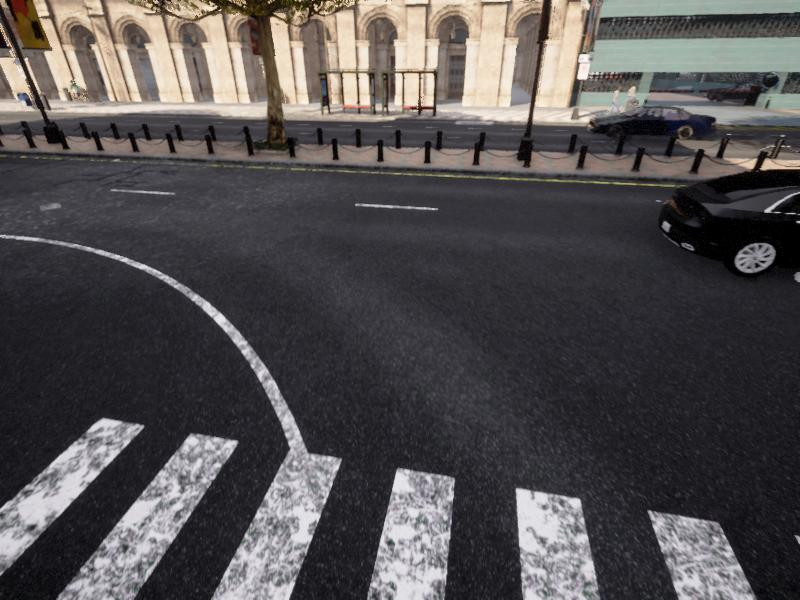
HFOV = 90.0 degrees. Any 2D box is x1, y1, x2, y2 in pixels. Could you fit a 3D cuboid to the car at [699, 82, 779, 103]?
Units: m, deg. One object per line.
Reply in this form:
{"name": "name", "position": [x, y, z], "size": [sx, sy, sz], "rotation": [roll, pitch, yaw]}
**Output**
{"name": "car", "position": [30.644, -18.879, 36.373], "size": [4.902, 1.511, 2.128], "rotation": [6, 31, 10]}

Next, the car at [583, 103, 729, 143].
{"name": "car", "position": [11.958, -8.525, 19.135], "size": [5.357, 1.411, 2.033], "rotation": [6, 31, 10]}

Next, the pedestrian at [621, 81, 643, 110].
{"name": "pedestrian", "position": [17.105, -15.106, 29.547], "size": [0.751, 1.860, 0.751], "rotation": [5, 31, 9]}

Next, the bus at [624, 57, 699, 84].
{"name": "bus", "position": [48.184, -42.591, 74.336], "size": [10.273, 4.253, 3.944], "rotation": [10, 32, 16]}

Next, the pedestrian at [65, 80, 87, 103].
{"name": "pedestrian", "position": [-30.251, -19.519, 37.406], "size": [0.751, 1.860, 0.751], "rotation": [6, 31, 10]}

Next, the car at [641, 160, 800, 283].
{"name": "car", "position": [7.227, -1.317, 6.735], "size": [4.892, 1.490, 1.837], "rotation": [6, 31, 10]}

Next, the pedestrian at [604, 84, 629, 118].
{"name": "pedestrian", "position": [13.599, -12.528, 25.160], "size": [0.751, 1.860, 0.751], "rotation": [4, 31, 7]}

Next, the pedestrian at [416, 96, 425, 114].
{"name": "pedestrian", "position": [1.414, -13.453, 27.575], "size": [0.500, 1.100, 0.500], "rotation": [6, 31, 10]}

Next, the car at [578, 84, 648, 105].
{"name": "car", "position": [18.465, -17.940, 34.926], "size": [4.786, 1.482, 2.161], "rotation": [6, 31, 10]}
